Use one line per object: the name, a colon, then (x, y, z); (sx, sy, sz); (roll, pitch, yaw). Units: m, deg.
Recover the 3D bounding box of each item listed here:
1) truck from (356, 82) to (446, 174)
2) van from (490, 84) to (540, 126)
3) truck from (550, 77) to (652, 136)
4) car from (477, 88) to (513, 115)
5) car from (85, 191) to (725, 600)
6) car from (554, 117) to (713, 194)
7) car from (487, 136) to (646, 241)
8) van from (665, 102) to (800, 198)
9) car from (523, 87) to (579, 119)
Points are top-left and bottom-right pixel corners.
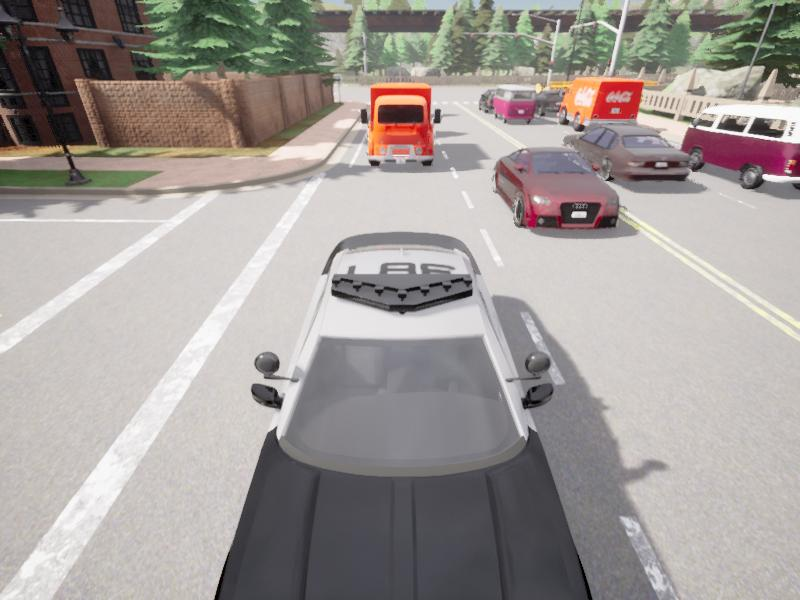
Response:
truck: (0.025, -6.437, 14.554); (2.627, 2.467, 5.204); (0, 30, 0)
van: (7.033, -12.265, 24.994); (1.775, 1.987, 4.442); (0, 30, 0)
truck: (10.534, -10.615, 21.690); (2.627, 2.467, 5.204); (0, 30, 0)
car: (7.037, -14.989, 30.077); (1.789, 1.549, 3.705); (0, 30, 0)
car: (0.016, 0.605, 3.351); (1.930, 1.638, 5.238); (0, 30, 0)
car: (7.025, -4.866, 12.934); (2.033, 1.411, 5.357); (0, 30, 0)
car: (3.520, -2.832, 9.482); (1.994, 1.385, 4.181); (0, 30, 0)
van: (10.522, -4.618, 11.851); (2.069, 2.038, 4.480); (0, 29, 0)
car: (10.535, -14.036, 28.377); (2.033, 1.649, 4.856); (0, 30, 0)
